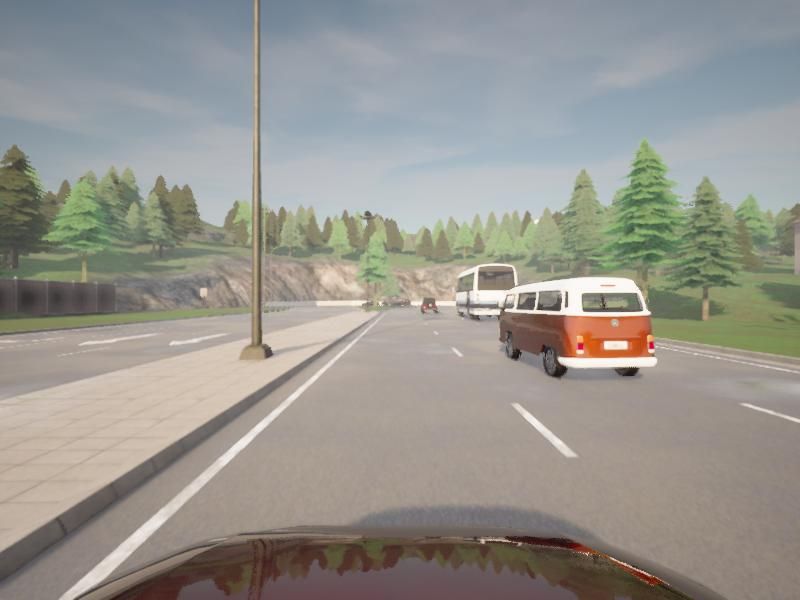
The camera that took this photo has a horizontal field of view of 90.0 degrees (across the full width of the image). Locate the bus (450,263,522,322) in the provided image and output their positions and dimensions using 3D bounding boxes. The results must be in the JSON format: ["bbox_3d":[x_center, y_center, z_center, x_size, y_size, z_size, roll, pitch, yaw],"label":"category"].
[{"bbox_3d":[6.876,-0.520,34.055,3.944,4.253,10.273,0,0,0],"label":"bus"}]

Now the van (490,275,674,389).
[{"bbox_3d":[3.811,0.575,9.466,2.069,2.038,4.480,0,0,-4],"label":"van"}]

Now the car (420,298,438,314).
[{"bbox_3d":[3.506,0.667,48.912,1.905,1.878,3.866,0,0,0],"label":"car"}]
